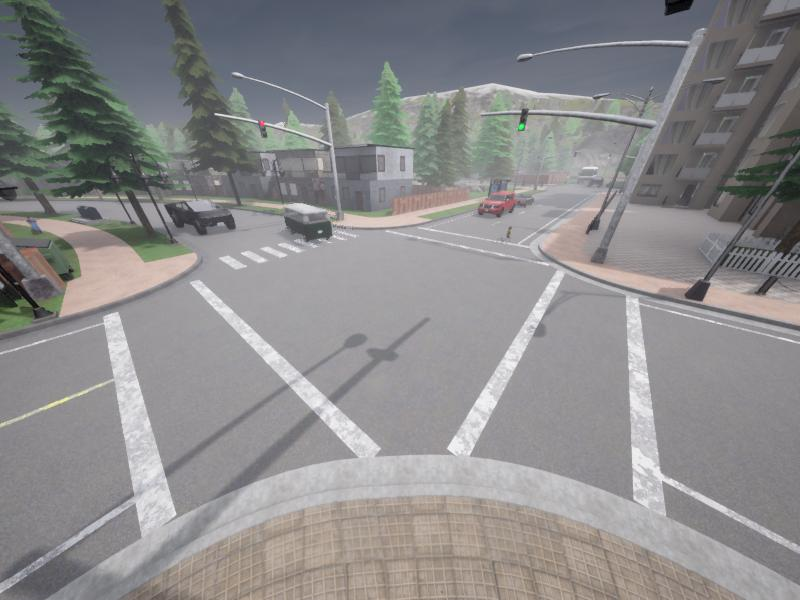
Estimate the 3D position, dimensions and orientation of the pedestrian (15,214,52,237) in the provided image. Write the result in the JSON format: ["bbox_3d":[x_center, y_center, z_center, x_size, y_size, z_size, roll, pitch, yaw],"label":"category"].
[{"bbox_3d":[-24.913,-5.103,15.715,0.751,1.300,0.751,15,33,24],"label":"pedestrian"}]

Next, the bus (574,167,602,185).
[{"bbox_3d":[53.958,-35.694,66.140,3.944,4.253,10.273,24,38,35],"label":"bus"}]

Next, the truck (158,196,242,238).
[{"bbox_3d":[-15.490,-6.599,17.860,6.274,2.098,2.390,18,34,28],"label":"truck"}]

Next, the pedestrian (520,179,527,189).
[{"bbox_3d":[25.810,-24.222,48.305,0.751,1.860,0.751,23,37,35],"label":"pedestrian"}]

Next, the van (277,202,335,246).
[{"bbox_3d":[-6.500,-5.348,15.808,1.775,1.987,4.442,-24,38,-36],"label":"van"}]

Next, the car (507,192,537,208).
[{"bbox_3d":[15.349,-12.575,28.979,1.994,1.385,4.181,24,38,35],"label":"car"}]

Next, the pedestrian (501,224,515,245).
[{"bbox_3d":[6.813,-4.141,14.593,0.500,1.100,0.500,19,35,30],"label":"pedestrian"}]

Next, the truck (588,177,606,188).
[{"bbox_3d":[48.629,-29.173,56.994,2.390,2.098,6.274,24,38,35],"label":"truck"}]

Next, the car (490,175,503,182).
[{"bbox_3d":[29.590,-37.325,71.038,1.932,1.855,4.605,23,37,34],"label":"car"}]

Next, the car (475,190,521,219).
[{"bbox_3d":[10.071,-9.866,23.608,2.150,2.045,5.566,24,38,35],"label":"car"}]
